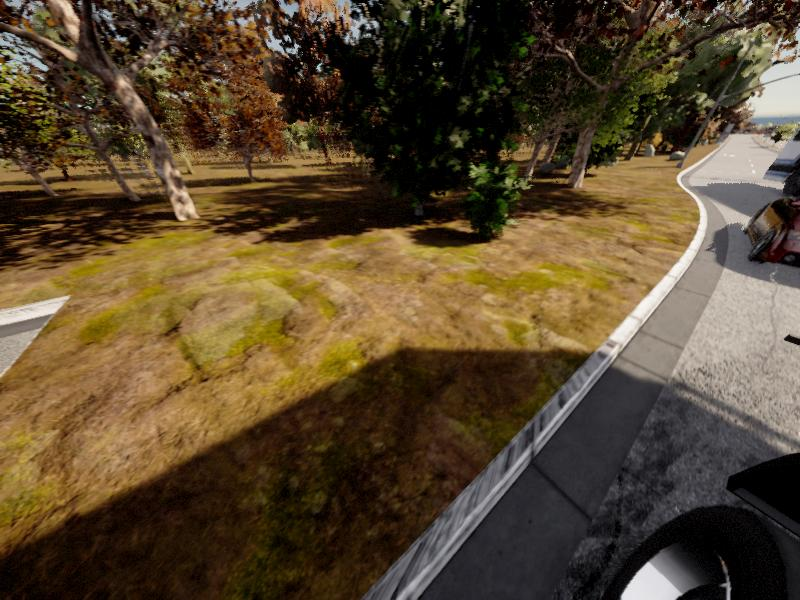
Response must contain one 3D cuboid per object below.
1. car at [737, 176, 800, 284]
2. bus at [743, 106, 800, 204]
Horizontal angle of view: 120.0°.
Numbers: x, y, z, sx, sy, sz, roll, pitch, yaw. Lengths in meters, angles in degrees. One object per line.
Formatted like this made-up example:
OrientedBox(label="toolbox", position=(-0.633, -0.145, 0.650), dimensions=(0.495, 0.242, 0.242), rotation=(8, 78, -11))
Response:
OrientedBox(label="car", position=(9.221, -1.494, 4.771), dimensions=(4.181, 1.385, 1.994), rotation=(-27, 43, -33))
OrientedBox(label="bus", position=(18.683, -5.411, 7.818), dimensions=(3.944, 4.253, 10.273), rotation=(18, 37, 30))
